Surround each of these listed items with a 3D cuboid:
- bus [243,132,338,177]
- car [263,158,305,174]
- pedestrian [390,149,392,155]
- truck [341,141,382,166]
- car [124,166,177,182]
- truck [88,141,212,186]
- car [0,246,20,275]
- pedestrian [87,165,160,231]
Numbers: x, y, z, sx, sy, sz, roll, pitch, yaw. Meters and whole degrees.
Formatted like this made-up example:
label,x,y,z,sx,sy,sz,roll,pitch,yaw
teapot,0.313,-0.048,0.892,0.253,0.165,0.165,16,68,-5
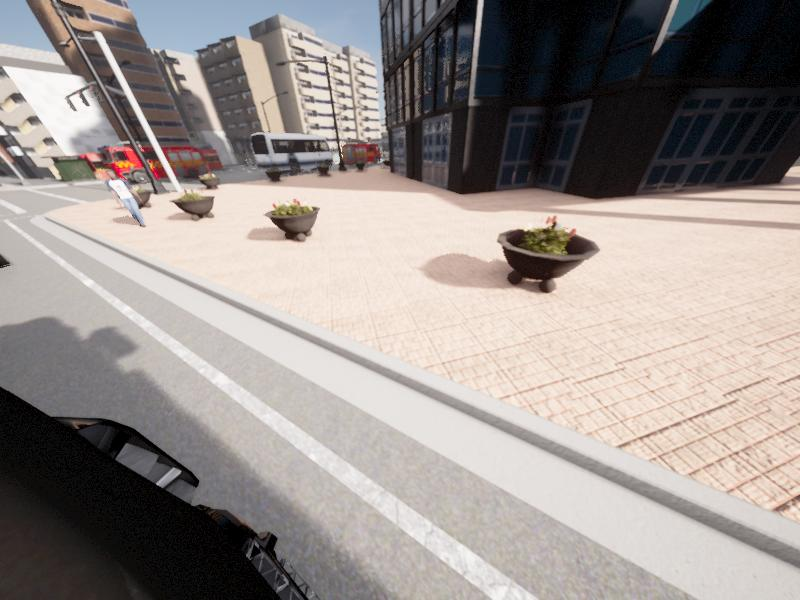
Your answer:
label,x,y,z,sx,sy,sz,roll,pitch,yaw
bus,-13.436,-18.979,30.115,3.944,4.253,10.273,15,37,25
car,-16.176,-18.863,32.520,2.033,1.649,4.856,15,37,25
pedestrian,-3.429,-57.052,89.012,0.751,1.860,0.751,-12,35,-13
truck,-7.252,-28.701,45.194,2.891,3.827,8.468,16,37,25
car,-30.932,-15.740,28.744,1.970,1.475,3.806,16,37,25
truck,-27.923,-15.890,26.639,2.891,3.827,8.468,15,37,25
car,-12.059,-1.454,5.490,4.611,1.667,2.242,16,38,25
pedestrian,-9.098,-3.386,7.698,0.751,1.860,0.751,27,44,37
